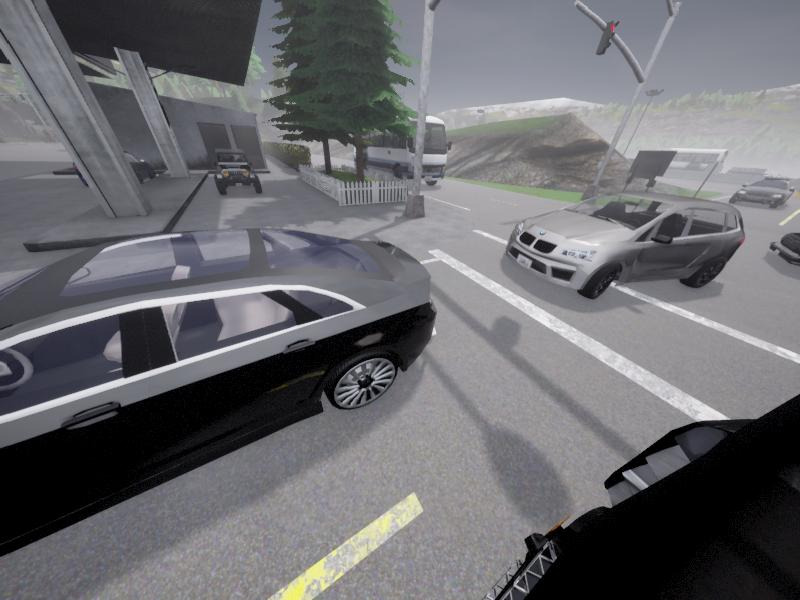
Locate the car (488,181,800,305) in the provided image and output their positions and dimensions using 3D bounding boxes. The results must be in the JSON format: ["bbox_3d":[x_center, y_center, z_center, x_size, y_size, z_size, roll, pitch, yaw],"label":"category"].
[{"bbox_3d":[4.766,-1.398,5.002,4.611,1.667,2.242,-5,34,-14],"label":"car"}]

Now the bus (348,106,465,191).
[{"bbox_3d":[-0.335,-11.899,18.344,3.944,4.253,10.273,-16,38,-26],"label":"bus"}]

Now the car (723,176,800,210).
[{"bbox_3d":[23.823,-7.063,15.050,4.974,1.542,2.038,-16,38,-26],"label":"car"}]

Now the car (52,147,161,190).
[{"bbox_3d":[-15.822,-7.473,12.935,2.242,1.667,4.611,-16,38,-26],"label":"car"}]

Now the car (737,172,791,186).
[{"bbox_3d":[53.122,-17.746,33.815,1.970,1.475,3.806,-16,38,-26],"label":"car"}]

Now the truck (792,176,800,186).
[{"bbox_3d":[64.676,-18.303,34.649,2.627,2.467,5.204,-16,38,-26],"label":"truck"}]

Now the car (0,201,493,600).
[{"bbox_3d":[-1.947,0.338,1.921,4.902,1.511,2.128,-16,38,-26],"label":"car"}]

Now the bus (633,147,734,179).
[{"bbox_3d":[50.782,-25.029,42.085,3.944,4.253,10.273,-16,38,-26],"label":"bus"}]

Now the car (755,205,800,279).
[{"bbox_3d":[12.223,-0.558,4.613,5.357,1.411,2.033,29,41,34],"label":"car"}]

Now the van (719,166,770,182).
[{"bbox_3d":[60.509,-22.237,40.690,1.775,1.987,4.442,-16,38,-26],"label":"van"}]

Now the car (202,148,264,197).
[{"bbox_3d":[-8.742,-6.876,12.282,1.905,1.878,3.866,-16,38,-26],"label":"car"}]
